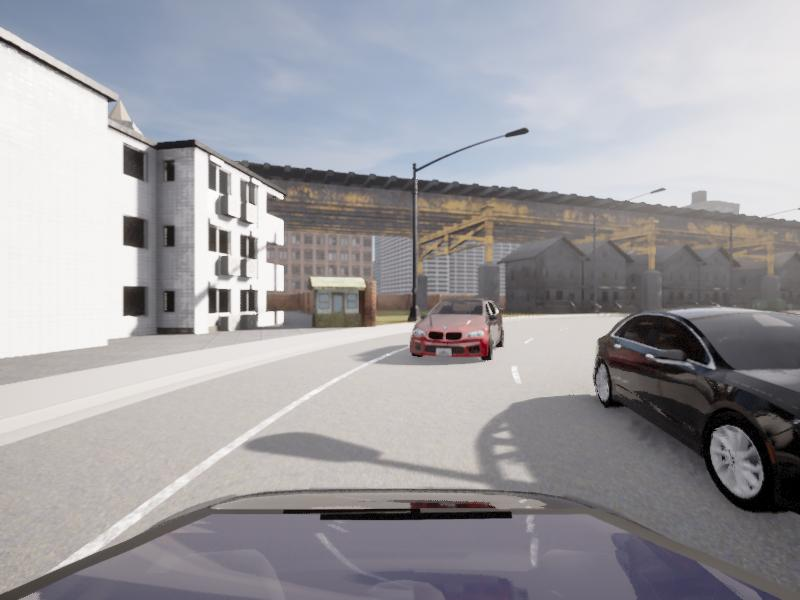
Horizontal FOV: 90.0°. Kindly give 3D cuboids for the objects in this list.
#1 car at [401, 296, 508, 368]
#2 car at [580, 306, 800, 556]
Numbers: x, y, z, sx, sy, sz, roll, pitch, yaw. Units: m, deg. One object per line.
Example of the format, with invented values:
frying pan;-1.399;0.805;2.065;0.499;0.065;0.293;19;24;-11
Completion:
car;1.896;0.747;12.168;2.242;1.667;4.611;0;1;21
car;3.693;0.846;4.428;1.837;1.490;4.892;0;0;9
